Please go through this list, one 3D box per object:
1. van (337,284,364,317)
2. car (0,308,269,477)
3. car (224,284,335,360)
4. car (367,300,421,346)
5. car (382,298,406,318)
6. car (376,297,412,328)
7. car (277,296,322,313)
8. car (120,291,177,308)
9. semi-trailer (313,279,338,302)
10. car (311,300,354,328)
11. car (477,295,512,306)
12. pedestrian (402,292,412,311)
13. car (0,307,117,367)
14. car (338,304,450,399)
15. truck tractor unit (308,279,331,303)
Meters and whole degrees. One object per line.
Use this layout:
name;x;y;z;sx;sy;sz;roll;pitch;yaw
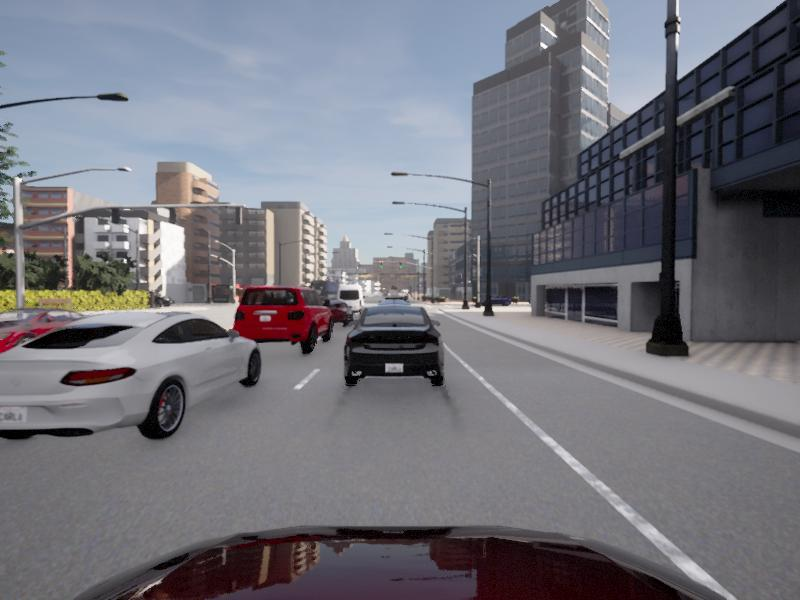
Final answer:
van;-4.210;-0.009;34.576;1.988;2.561;5.915;0;1;-4
car;-3.589;0.888;5.958;1.812;1.442;4.674;0;0;-1
car;-3.714;0.574;13.627;2.150;2.045;5.566;0;1;-1
car;-0.244;0.806;16.489;1.882;1.535;5.008;0;0;-1
car;-0.487;0.564;32.553;1.816;1.474;4.193;0;1;-1
car;-0.362;0.659;24.220;1.930;1.638;5.238;0;1;-1
car;-9.745;0.382;39.286;1.882;1.535;5.008;0;1;18
car;-30.807;-0.128;49.059;5.566;2.045;2.150;0;1;0
semi-trailer;-15.258;-1.848;82.962;2.717;4.402;14.254;0;1;-1
car;-3.900;0.758;23.869;1.812;1.442;4.674;0;1;0
car;12.502;0.076;52.867;4.193;1.474;1.816;0;1;0
pedestrian;0.688;0.170;40.618;0.751;1.860;0.751;-1;2;-41
car;-10.666;0.923;11.594;1.994;1.385;4.181;0;0;-1
car;-0.132;0.864;8.967;1.837;1.490;4.892;0;0;-1
truck tractor unit;-15.094;-1.657;75.053;3.053;4.208;6.516;0;0;-1
